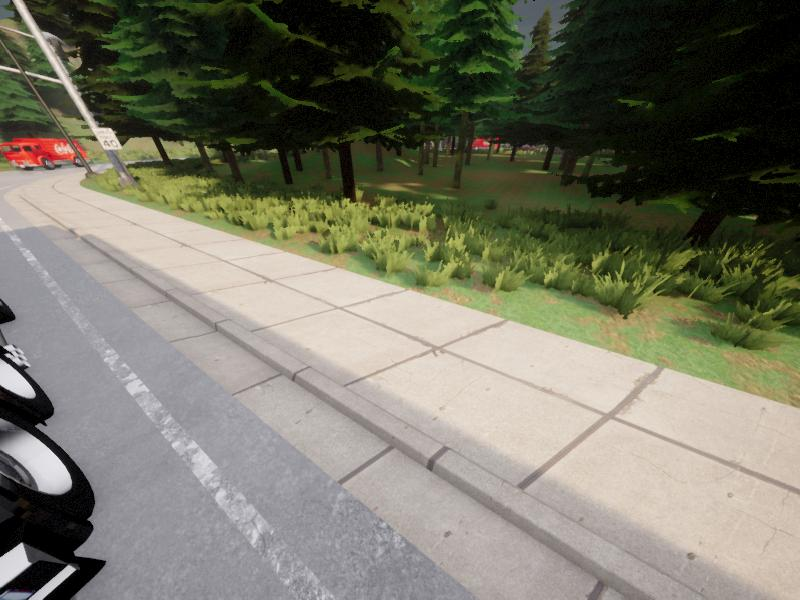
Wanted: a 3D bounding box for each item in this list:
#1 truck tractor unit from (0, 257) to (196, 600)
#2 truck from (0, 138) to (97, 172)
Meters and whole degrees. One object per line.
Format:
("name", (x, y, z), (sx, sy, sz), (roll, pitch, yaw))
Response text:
("truck tractor unit", (-5.099, -0.312, 0.798), (6.516, 4.208, 3.053), (19, 39, 25))
("truck", (-34.073, -14.065, 22.268), (2.627, 2.467, 5.204), (-5, 35, -6))
